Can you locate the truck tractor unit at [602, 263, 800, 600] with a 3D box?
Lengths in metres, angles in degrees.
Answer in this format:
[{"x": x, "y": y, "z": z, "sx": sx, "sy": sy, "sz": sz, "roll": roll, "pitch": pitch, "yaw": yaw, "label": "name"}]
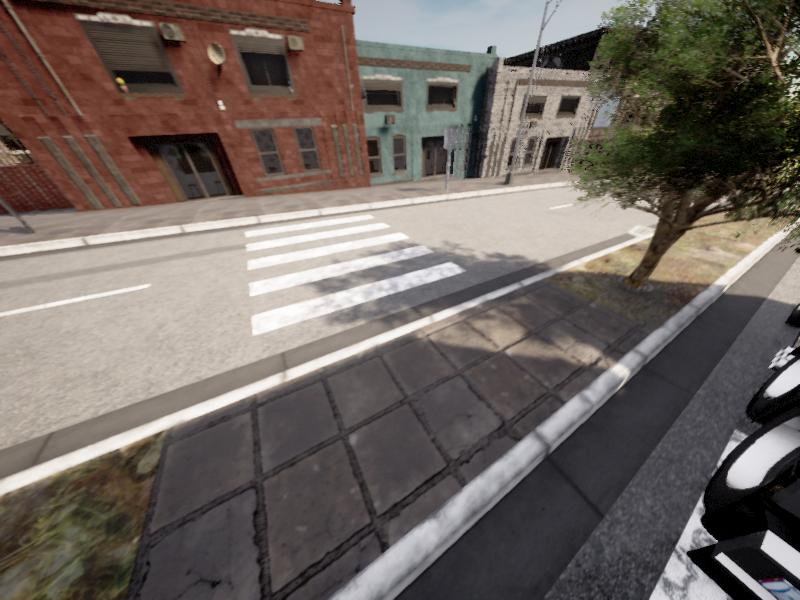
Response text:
[{"x": 5.122, "y": -0.282, "z": 0.805, "sx": 6.516, "sy": 4.208, "sz": 3.053, "roll": -18, "pitch": 39, "yaw": -25, "label": "truck tractor unit"}]
